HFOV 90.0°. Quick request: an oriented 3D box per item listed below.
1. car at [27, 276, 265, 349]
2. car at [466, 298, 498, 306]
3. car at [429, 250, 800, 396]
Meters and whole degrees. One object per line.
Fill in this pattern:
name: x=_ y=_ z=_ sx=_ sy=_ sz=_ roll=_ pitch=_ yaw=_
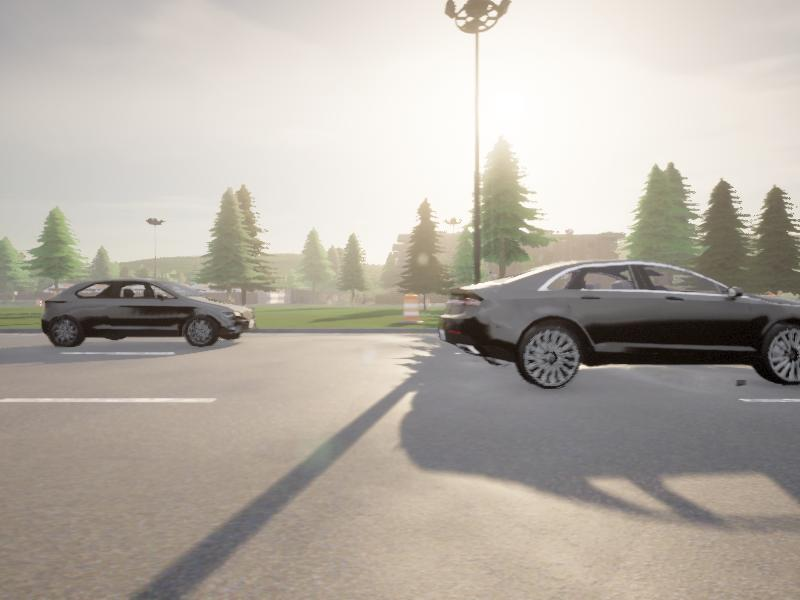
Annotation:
car: x=-5.465 y=0.254 z=9.061 sx=4.193 sy=1.474 sz=1.816 roll=0 pitch=0 yaw=-2
car: x=12.973 y=0.344 z=63.714 sx=4.718 sy=1.301 sz=1.895 roll=0 pitch=0 yaw=0
car: x=2.983 y=0.236 z=5.368 sx=4.902 sy=1.511 sz=2.128 roll=0 pitch=0 yaw=-4
